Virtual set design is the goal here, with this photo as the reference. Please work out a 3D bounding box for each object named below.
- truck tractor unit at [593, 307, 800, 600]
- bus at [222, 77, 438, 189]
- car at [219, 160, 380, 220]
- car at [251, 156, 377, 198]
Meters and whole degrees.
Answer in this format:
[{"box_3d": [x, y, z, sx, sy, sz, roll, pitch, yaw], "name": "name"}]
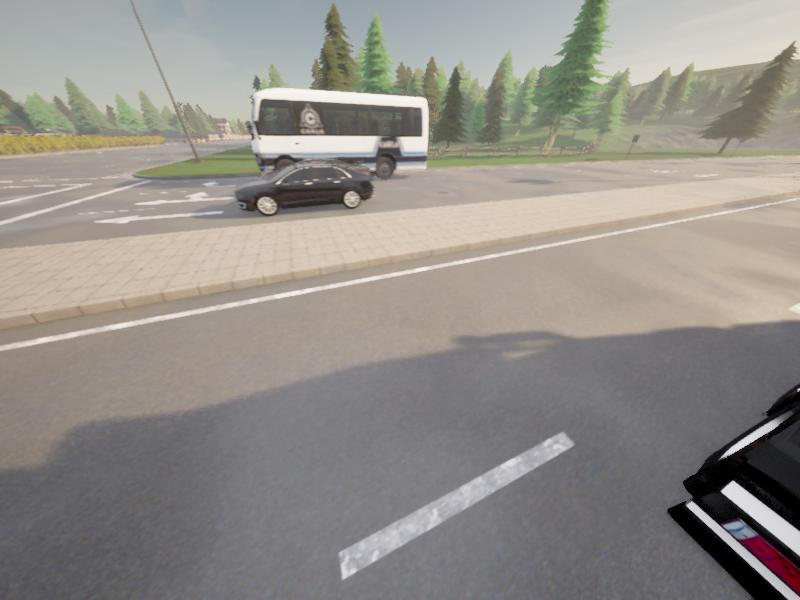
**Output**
[{"box_3d": [5.223, -0.171, 0.593, 6.516, 4.208, 3.053, -13, 38, -18], "name": "truck tractor unit"}, {"box_3d": [-3.388, -9.666, 13.909, 10.273, 4.253, 3.944, -13, 37, -18], "name": "bus"}, {"box_3d": [-3.392, -4.266, 8.648, 4.892, 1.490, 1.837, -13, 37, -18], "name": "car"}, {"box_3d": [-4.065, -6.249, 11.537, 5.357, 1.411, 2.033, -13, 37, -18], "name": "car"}]
